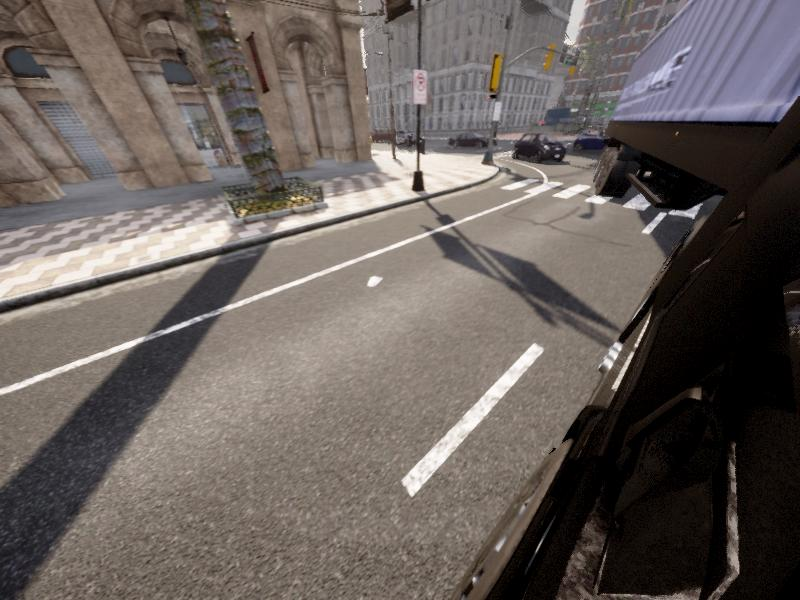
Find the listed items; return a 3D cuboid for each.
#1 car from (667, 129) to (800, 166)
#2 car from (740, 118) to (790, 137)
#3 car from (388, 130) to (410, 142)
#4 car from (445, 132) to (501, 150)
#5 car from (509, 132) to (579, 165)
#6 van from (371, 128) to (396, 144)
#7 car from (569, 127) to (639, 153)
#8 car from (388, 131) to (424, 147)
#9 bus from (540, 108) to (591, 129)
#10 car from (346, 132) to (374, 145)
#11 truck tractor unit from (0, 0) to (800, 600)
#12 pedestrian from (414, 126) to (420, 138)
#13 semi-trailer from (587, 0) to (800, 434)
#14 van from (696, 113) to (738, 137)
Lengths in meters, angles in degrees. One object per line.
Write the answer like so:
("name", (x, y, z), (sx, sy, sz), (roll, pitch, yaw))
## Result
("car", (18.078, -8.543, 12.805), (1.994, 1.385, 4.181), (1, 37, 5))
("car", (39.679, -18.927, 25.272), (4.792, 1.488, 2.163), (-31, 45, -32))
("car", (-0.187, -28.899, 40.738), (1.789, 1.549, 3.705), (-28, 44, -30))
("car", (7.550, -16.901, 24.490), (2.033, 1.411, 5.357), (-28, 44, -30))
("car", (9.036, -9.857, 14.930), (1.845, 1.501, 3.633), (-7, 38, -6))
("van", (-2.735, -27.551, 38.733), (1.775, 1.987, 4.442), (-28, 44, -30))
("car", (15.664, -12.406, 17.942), (3.633, 1.501, 1.845), (21, 43, 28))
("car", (0.750, -21.670, 31.103), (2.038, 1.542, 4.974), (-28, 44, -30))
("bus", (46.644, -51.278, 65.540), (3.944, 4.253, 10.273), (-25, 42, -27))
("car", (-6.740, -26.879, 38.409), (1.801, 1.575, 5.366), (-28, 44, -30))
("truck tractor unit", (2.645, -0.295, 0.351), (6.516, 4.208, 3.053), (-28, 44, -30))
("pedestrian", (3.442, -34.067, 46.848), (0.751, 1.860, 0.751), (-22, 41, -24))
("semi-trailer", (7.186, -4.341, 5.290), (2.717, 4.402, 14.254), (19, 42, 25))
("van", (37.188, -20.602, 27.174), (4.480, 2.038, 2.069), (-30, 45, -32))
